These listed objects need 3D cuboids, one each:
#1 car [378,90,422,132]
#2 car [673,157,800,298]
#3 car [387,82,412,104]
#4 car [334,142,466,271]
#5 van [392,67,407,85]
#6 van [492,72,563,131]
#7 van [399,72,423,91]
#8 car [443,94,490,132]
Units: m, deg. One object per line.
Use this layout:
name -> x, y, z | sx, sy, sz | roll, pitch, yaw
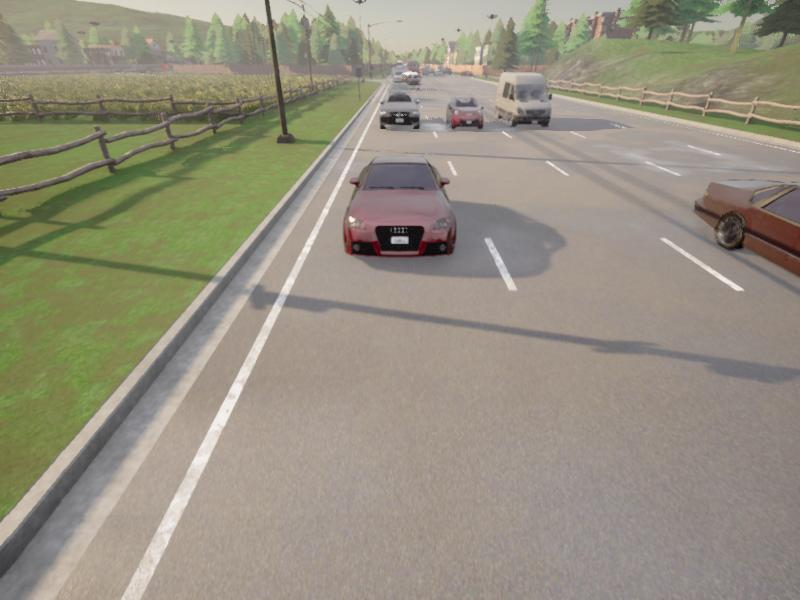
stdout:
car -> -0.018, -10.600, 22.230 | 2.152, 1.651, 5.027 | 0, 31, 0
car -> 6.994, -0.906, 6.082 | 2.033, 1.411, 5.357 | 0, 31, 0
car -> -0.030, -18.893, 36.386 | 2.163, 1.488, 4.792 | 0, 31, 0
car -> -0.005, -2.146, 8.190 | 1.994, 1.385, 4.181 | 0, 31, 0
van -> -0.059, -36.556, 65.315 | 2.351, 2.431, 6.366 | 0, 31, 0
van -> 6.976, -11.464, 22.803 | 1.988, 2.561, 5.915 | 0, 31, 0
van -> 1.379, -28.282, 51.716 | 2.069, 2.038, 4.480 | -6, 31, -11
car -> 3.481, -10.160, 21.586 | 1.845, 1.501, 3.633 | 0, 30, 0
